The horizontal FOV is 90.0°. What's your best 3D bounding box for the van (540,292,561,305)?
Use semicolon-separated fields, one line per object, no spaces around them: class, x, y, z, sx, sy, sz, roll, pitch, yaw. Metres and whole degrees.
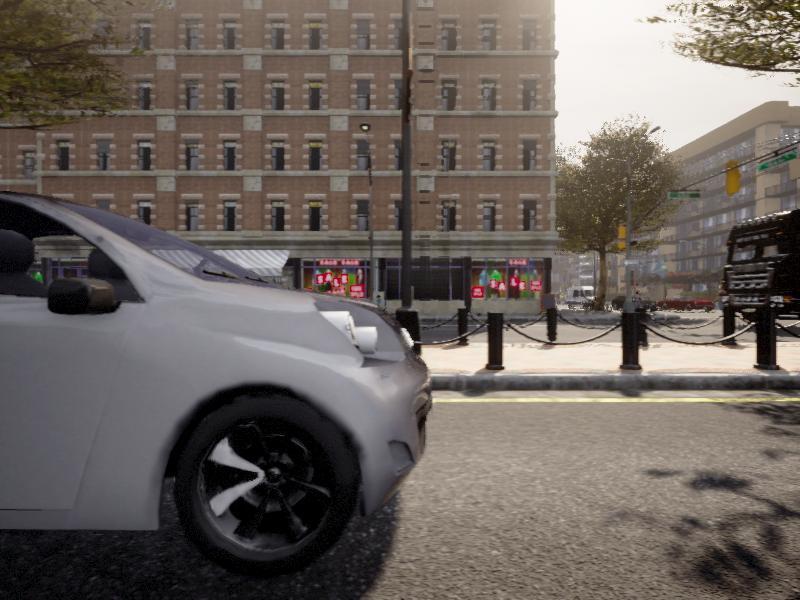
van;31.205;-0.305;83.072;1.988;2.561;5.915;0;0;0

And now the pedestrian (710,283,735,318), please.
pedestrian;17.859;0.024;22.158;0.751;1.860;0.751;0;0;-2

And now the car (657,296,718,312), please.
car;24.476;0.325;34.300;1.895;1.301;4.718;0;0;0

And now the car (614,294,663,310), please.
car;24.435;0.183;41.198;1.801;1.575;5.366;0;0;0

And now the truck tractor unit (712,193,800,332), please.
truck tractor unit;15.137;-1.137;13.693;6.516;4.208;3.053;0;0;0

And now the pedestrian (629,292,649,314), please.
pedestrian;14.390;0.154;24.109;0.751;1.300;0.751;0;0;-33

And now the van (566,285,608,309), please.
van;20.912;-0.294;45.098;1.988;2.561;5.915;0;0;0

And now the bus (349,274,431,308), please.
bus;-1.277;-1.132;51.914;10.273;4.253;3.944;0;0;0

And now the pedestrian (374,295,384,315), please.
pedestrian;-1.142;0.267;21.998;0.500;1.100;0.500;0;0;-1

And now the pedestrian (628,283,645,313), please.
pedestrian;14.601;-0.126;24.682;0.751;1.860;0.751;0;0;43

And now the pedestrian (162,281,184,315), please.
pedestrian;-12.289;-0.104;21.707;0.751;1.860;0.751;0;0;1

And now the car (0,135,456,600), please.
car;-1.645;0.227;2.184;3.633;1.501;1.845;0;0;0

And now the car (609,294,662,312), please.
car;20.967;0.229;35.853;1.837;1.490;4.892;0;0;0
